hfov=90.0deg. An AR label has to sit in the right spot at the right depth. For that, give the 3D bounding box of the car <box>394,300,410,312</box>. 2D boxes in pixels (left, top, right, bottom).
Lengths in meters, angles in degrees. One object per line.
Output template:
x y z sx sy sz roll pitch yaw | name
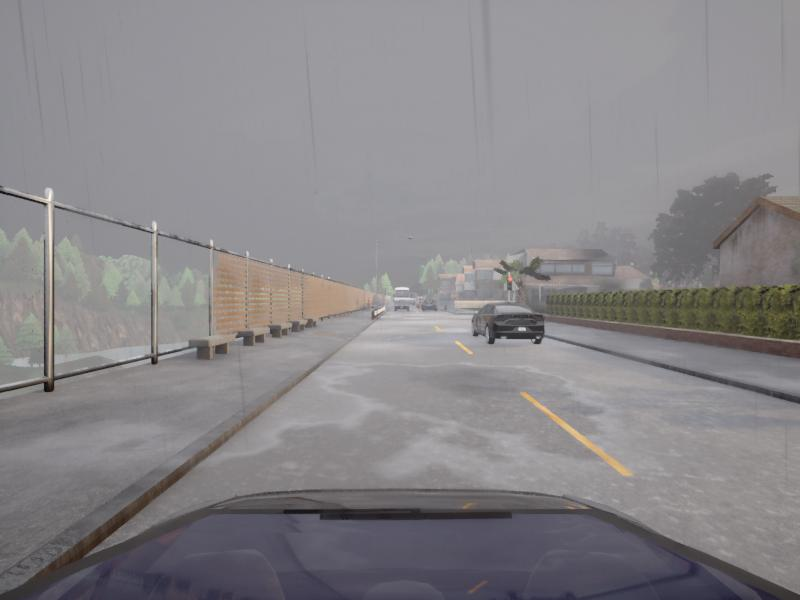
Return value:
0.314 0.781 57.989 2.152 1.651 5.027 0 0 2 | car

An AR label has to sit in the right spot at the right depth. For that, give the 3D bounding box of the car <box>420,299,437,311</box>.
4.310 0.756 60.283 2.242 1.667 4.611 0 0 0 | car

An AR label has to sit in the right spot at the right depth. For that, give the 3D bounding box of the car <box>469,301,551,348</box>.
4.085 0.823 15.817 1.882 1.535 5.008 0 0 0 | car

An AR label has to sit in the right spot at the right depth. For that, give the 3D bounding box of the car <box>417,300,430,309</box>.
4.386 0.821 75.300 2.242 1.667 4.611 0 0 0 | car

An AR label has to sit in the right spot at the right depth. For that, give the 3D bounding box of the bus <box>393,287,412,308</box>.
0.559 -0.539 85.311 3.944 4.253 10.273 0 0 0 | bus
